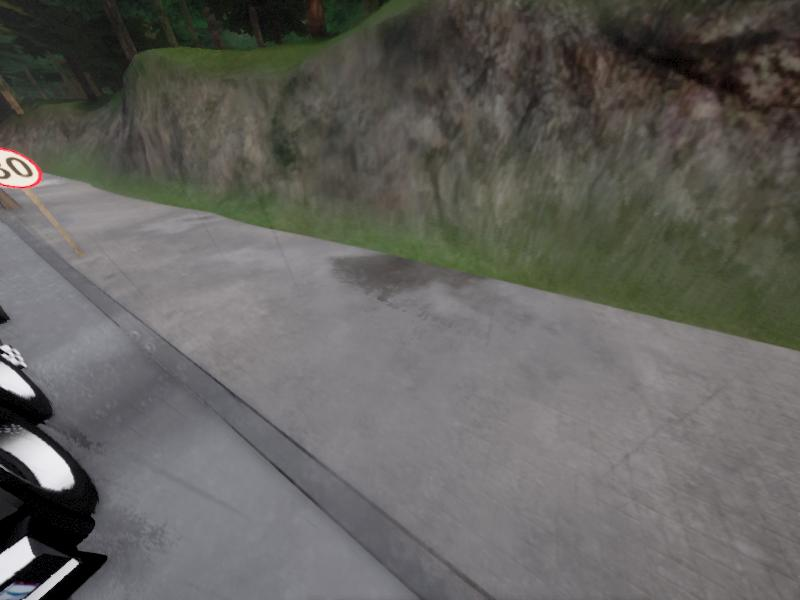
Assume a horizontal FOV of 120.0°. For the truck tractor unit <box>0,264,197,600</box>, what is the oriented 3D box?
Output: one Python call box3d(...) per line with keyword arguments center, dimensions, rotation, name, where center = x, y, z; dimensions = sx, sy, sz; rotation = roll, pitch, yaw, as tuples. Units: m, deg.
box3d(center=(-5.112, -0.301, 0.778), dimensions=(6.516, 4.208, 3.053), rotation=(18, 39, 24), name="truck tractor unit")
